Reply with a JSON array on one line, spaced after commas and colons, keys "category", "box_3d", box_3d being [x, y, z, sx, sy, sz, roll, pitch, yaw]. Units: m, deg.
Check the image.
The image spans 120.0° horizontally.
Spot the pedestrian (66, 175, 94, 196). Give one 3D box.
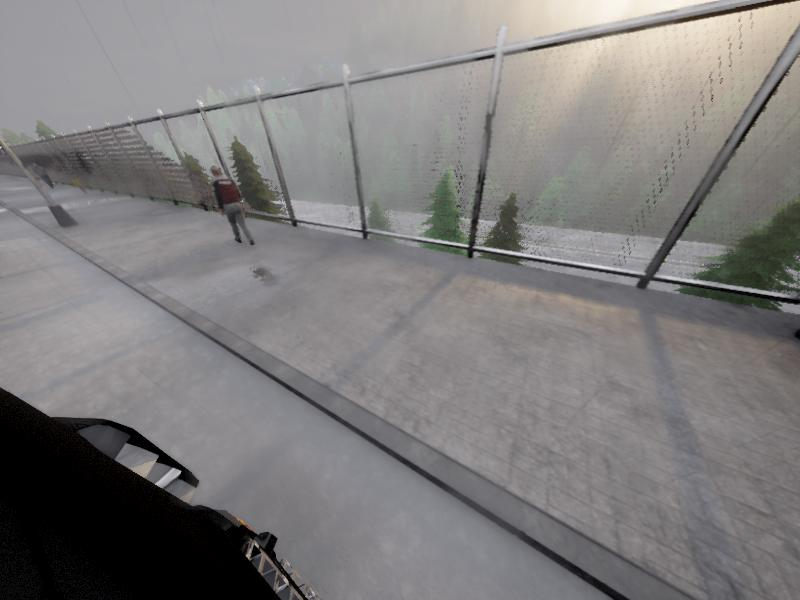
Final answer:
[{"category": "pedestrian", "box_3d": [-19.650, -7.034, 14.183, 0.500, 1.100, 0.500, 18, 39, 27]}]

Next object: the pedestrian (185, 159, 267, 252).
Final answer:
[{"category": "pedestrian", "box_3d": [-4.023, -2.218, 5.466, 0.751, 1.860, 0.751, 24, 42, 33]}]

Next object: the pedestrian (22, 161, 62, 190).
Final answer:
[{"category": "pedestrian", "box_3d": [-26.638, -9.278, 17.232, 0.751, 1.860, 0.751, 18, 39, 27]}]
